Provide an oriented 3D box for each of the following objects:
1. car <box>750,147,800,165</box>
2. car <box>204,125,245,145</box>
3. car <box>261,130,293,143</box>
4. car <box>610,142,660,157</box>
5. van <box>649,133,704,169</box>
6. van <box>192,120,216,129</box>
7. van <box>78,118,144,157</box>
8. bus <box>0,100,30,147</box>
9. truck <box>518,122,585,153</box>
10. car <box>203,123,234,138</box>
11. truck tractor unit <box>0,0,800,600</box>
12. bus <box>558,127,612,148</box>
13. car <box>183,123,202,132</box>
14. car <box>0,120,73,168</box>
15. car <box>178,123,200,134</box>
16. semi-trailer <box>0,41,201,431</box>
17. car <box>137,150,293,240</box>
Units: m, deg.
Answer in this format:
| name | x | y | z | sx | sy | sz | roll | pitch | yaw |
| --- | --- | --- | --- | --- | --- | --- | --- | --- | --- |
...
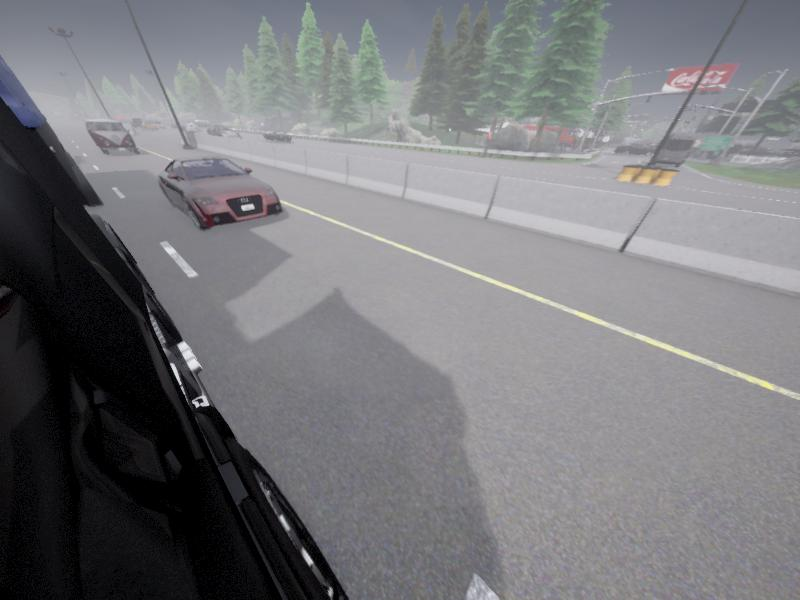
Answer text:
| name | x | y | z | sx | sy | sz | roll | pitch | yaw |
| --- | --- | --- | --- | --- | --- | --- | --- | --- | --- |
| car | 56.740 | -21.639 | 34.683 | 3.866 | 1.878 | 1.905 | 27 | 43 | 30 |
| car | -21.258 | -19.986 | 27.954 | 5.027 | 1.651 | 2.152 | 28 | 43 | 30 |
| car | -17.537 | -23.327 | 32.958 | 4.718 | 1.301 | 1.895 | 28 | 43 | 30 |
| car | 36.210 | -23.257 | 35.717 | 5.008 | 1.535 | 1.882 | 5 | 37 | 3 |
| van | 26.101 | -14.352 | 22.124 | 1.988 | 2.561 | 5.915 | 28 | 43 | 30 |
| van | -58.340 | -52.200 | 68.781 | 2.069 | 2.038 | 4.480 | 26 | 43 | 29 |
| van | -20.095 | -11.346 | 16.075 | 4.442 | 1.987 | 1.775 | 28 | 43 | 30 |
| bus | -34.571 | -14.686 | 17.791 | 10.273 | 4.253 | 3.944 | 32 | 47 | 33 |
| truck | 25.501 | -27.756 | 39.397 | 8.468 | 3.827 | 2.891 | 28 | 44 | 30 |
| car | -28.675 | -26.712 | 36.430 | 4.553 | 1.767 | 2.097 | 28 | 44 | 30 |
| truck tractor unit | -2.645 | -0.295 | 0.352 | 6.516 | 4.208 | 3.053 | 28 | 44 | 30 |
| bus | 49.887 | -44.151 | 62.605 | 10.273 | 4.253 | 3.944 | 28 | 43 | 30 |
| car | -46.735 | -38.868 | 52.016 | 4.674 | 1.442 | 1.812 | 28 | 43 | 30 |
| car | -19.711 | -8.339 | 12.206 | 4.553 | 1.767 | 2.097 | 28 | 43 | 30 |
| car | -40.268 | -32.728 | 44.104 | 3.806 | 1.475 | 1.970 | 28 | 43 | 30 |
| semi-trailer | -8.712 | -3.576 | 4.243 | 14.254 | 4.402 | 2.717 | 28 | 43 | 30 |
| car | -5.228 | -3.211 | 6.527 | 4.181 | 1.385 | 1.994 | 28 | 43 | 30 |
